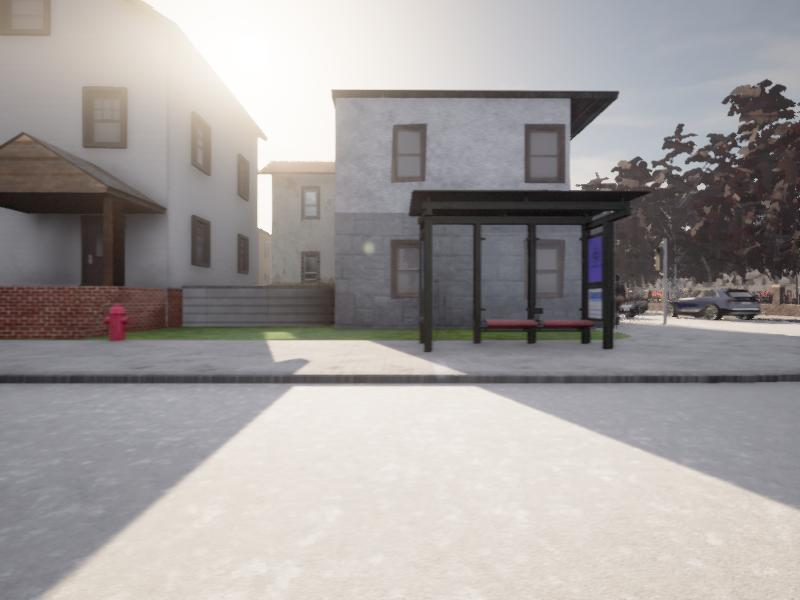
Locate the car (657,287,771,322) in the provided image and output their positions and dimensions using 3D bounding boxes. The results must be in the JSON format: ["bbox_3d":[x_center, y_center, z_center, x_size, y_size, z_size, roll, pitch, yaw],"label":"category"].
[{"bbox_3d":[16.203,0.202,21.061,2.033,1.649,4.856,0,0,-2],"label":"car"}]

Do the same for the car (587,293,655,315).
[{"bbox_3d":[16.165,0.259,29.588,2.128,1.511,4.902,0,0,-3],"label":"car"}]

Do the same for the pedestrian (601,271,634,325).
[{"bbox_3d":[7.656,-0.065,14.119,0.751,1.860,0.751,0,0,1],"label":"pedestrian"}]

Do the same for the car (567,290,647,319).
[{"bbox_3d":[11.956,0.252,23.584,2.128,1.511,4.902,0,0,-1],"label":"car"}]

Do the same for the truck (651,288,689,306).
[{"bbox_3d":[60.806,-0.618,90.288,2.891,3.827,8.468,0,0,0],"label":"truck"}]
